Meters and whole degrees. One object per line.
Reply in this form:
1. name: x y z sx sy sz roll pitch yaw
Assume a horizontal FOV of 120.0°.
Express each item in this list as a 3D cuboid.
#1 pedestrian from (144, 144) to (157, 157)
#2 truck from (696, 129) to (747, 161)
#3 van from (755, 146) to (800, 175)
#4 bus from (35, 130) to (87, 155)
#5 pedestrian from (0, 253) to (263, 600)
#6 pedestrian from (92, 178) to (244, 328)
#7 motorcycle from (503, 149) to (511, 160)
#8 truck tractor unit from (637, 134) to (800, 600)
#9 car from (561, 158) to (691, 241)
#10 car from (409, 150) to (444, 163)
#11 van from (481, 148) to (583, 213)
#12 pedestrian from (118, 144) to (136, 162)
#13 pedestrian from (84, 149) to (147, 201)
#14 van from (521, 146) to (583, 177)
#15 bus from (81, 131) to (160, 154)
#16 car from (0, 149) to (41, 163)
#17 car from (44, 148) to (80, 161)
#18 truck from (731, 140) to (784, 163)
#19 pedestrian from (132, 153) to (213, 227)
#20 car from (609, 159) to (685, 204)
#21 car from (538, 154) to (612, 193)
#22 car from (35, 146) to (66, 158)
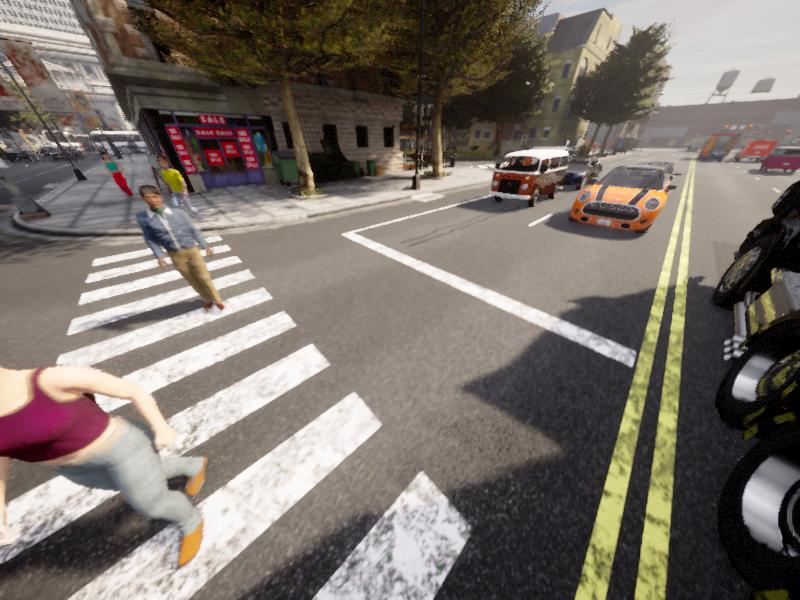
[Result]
1. pedestrian: -42.633 -25.566 39.434 0.751 1.860 0.751 28 43 34
2. truck: 50.132 -24.407 36.351 8.468 3.827 2.891 -28 43 -35
3. van: 34.767 -12.737 20.933 4.442 1.987 1.775 -28 43 -35
4. bus: -77.040 -36.024 52.878 3.944 4.253 10.273 -28 43 -34
5. pedestrian: -1.531 0.806 1.218 0.751 1.860 0.751 -7 35 -11
6. pedestrian: -3.082 -0.645 3.336 0.751 1.860 0.751 -21 40 -28
7. motorcycle: 15.723 -21.387 33.948 0.764 1.277 2.356 1 33 19
8. truck tractor unit: 4.872 -0.487 1.056 6.516 4.208 3.053 -27 43 -33
9. car: 7.749 -3.687 7.882 4.553 1.767 2.097 -28 43 -34
10. car: 3.662 -20.485 32.845 1.895 1.301 4.718 -28 43 -34
11. van: 5.929 -5.538 10.367 4.480 2.038 2.069 -28 43 -35
12. pedestrian: -35.090 -18.926 29.744 0.751 1.860 0.751 29 44 36
13. pedestrian: -12.148 -5.371 9.964 0.751 1.860 0.751 -14 37 -19
14. van: 12.598 -11.826 19.596 1.775 1.987 4.442 -3 35 -4
15. bus: -63.839 -36.264 53.234 10.273 4.253 3.944 -9 35 -12
16. car: -52.170 -19.926 31.834 1.837 1.490 4.892 -28 43 -34
17. car: -50.717 -21.960 34.774 2.038 1.542 4.974 -28 43 -34
18. truck: 48.942 -20.500 31.839 5.204 2.467 2.627 -28 43 -35
19. pedestrian: -6.525 -3.195 6.788 0.751 1.860 0.751 -2 34 -3
20. car: 12.880 -6.300 11.964 4.892 1.490 1.837 -28 43 -35
21. car: 10.984 -8.059 14.419 5.027 1.651 2.152 -28 43 -34
22. car: -64.808 -27.630 42.961 2.033 1.649 4.856 -28 44 -34
